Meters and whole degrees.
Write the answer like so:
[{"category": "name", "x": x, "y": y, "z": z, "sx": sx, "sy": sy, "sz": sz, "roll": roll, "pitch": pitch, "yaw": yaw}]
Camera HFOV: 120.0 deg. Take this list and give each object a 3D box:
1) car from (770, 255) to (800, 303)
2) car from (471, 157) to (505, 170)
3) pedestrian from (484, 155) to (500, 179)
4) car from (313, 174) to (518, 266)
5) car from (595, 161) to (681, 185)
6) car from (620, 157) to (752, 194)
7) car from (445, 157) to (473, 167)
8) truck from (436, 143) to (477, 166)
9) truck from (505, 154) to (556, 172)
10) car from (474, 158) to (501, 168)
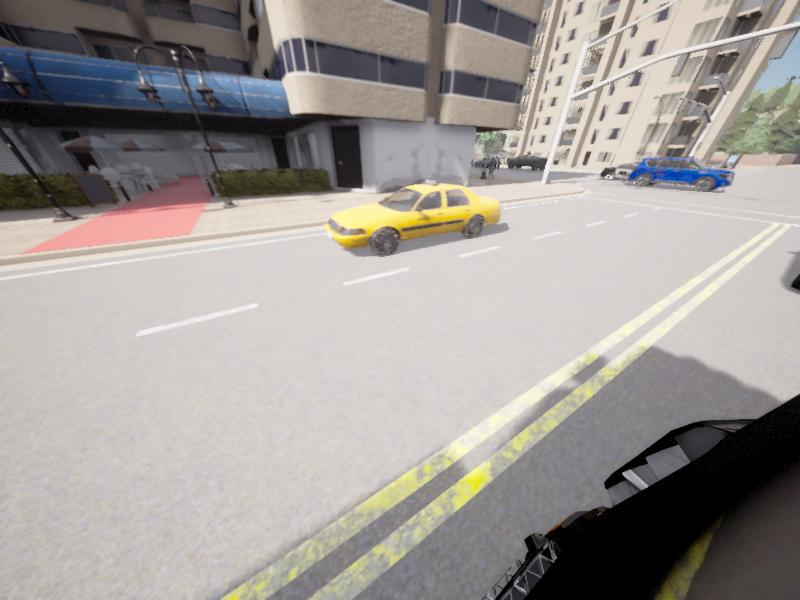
[{"category": "car", "x": 9.391, "y": -0.856, "z": 4.135, "sx": 4.514, "sy": 1.525, "sz": 2.007, "roll": -17, "pitch": 36, "yaw": -25}, {"category": "car", "x": 14.416, "y": -22.696, "z": 38.272, "sx": 2.033, "sy": 1.649, "sz": 4.856, "roll": -17, "pitch": 37, "yaw": -26}, {"category": "pedestrian", "x": 8.356, "y": -12.081, "z": 21.033, "sx": 0.751, "sy": 1.860, "sz": 0.751, "roll": -15, "pitch": 36, "yaw": -22}, {"category": "car", "x": 0.619, "y": -2.572, "z": 6.627, "sx": 5.366, "sy": 1.575, "sz": 1.801, "roll": -17, "pitch": 36, "yaw": -25}, {"category": "car", "x": 22.435, "y": -12.236, "z": 22.032, "sx": 1.930, "sy": 1.638, "sz": 5.238, "roll": -24, "pitch": 40, "yaw": -33}, {"category": "car", "x": 20.870, "y": -9.480, "z": 17.322, "sx": 2.150, "sy": 2.045, "sz": 5.566, "roll": -17, "pitch": 37, "yaw": -26}, {"category": "car", "x": 10.915, "y": -25.880, "z": 43.303, "sx": 2.128, "sy": 1.511, "sz": 4.902, "roll": -17, "pitch": 37, "yaw": -26}, {"category": "truck", "x": 11.428, "y": -30.162, "z": 47.860, "sx": 2.891, "sy": 3.827, "sz": 8.468, "roll": -17, "pitch": 36, "yaw": -25}, {"category": "truck", "x": 19.985, "y": -21.396, "z": 35.891, "sx": 2.390, "sy": 2.098, "sz": 6.274, "roll": -17, "pitch": 37, "yaw": -26}, {"category": "car", "x": 15.818, "y": -25.009, "z": 42.153, "sx": 1.994, "sy": 1.385, "sz": 4.181, "roll": -17, "pitch": 37, "yaw": -25}]
